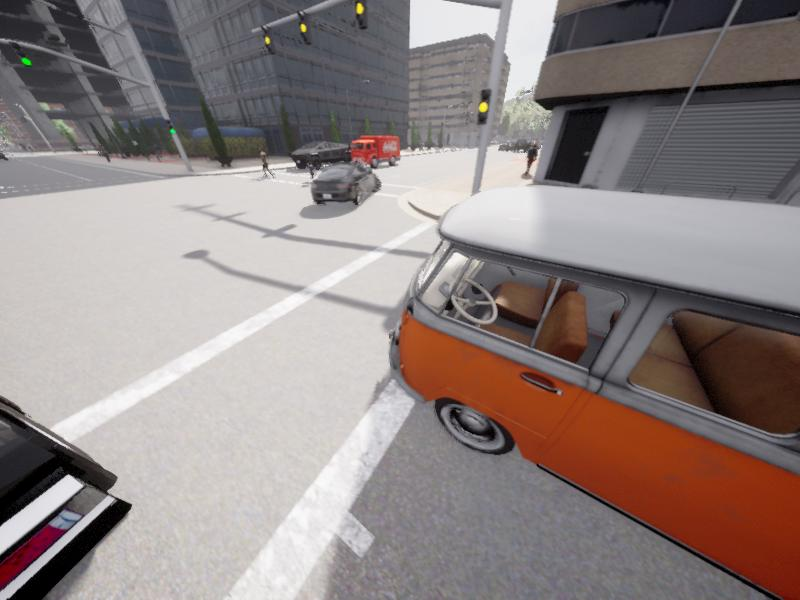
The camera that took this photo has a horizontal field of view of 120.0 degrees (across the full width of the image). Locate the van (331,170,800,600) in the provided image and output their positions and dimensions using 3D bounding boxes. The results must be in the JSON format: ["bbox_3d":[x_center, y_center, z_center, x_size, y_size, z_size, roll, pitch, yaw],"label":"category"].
[{"bbox_3d":[1.949,0.460,1.566,4.442,1.987,1.775,20,40,26],"label":"van"}]

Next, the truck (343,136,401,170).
[{"bbox_3d":[-2.368,-13.989,21.825,2.627,2.467,5.204,20,40,27],"label":"truck"}]

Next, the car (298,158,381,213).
[{"bbox_3d":[-2.300,-5.285,10.288,1.812,1.442,4.674,5,36,9],"label":"car"}]

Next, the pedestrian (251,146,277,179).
[{"bbox_3d":[-9.367,-9.483,15.955,0.751,1.860,0.751,10,36,15],"label":"pedestrian"}]

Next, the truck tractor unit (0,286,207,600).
[{"bbox_3d":[-5.253,-0.126,0.535,6.516,4.208,3.053,12,37,16],"label":"truck tractor unit"}]

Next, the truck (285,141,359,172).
[{"bbox_3d":[-6.913,-13.490,21.485,2.390,2.098,6.274,20,40,27],"label":"truck"}]

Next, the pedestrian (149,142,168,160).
[{"bbox_3d":[-31.589,-19.496,30.228,0.751,1.860,0.751,8,36,12],"label":"pedestrian"}]

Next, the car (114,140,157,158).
[{"bbox_3d":[-42.195,-24.366,37.159,2.390,2.098,6.274,-17,38,-22],"label":"car"}]

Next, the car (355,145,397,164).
[{"bbox_3d":[-2.614,-17.056,26.988,1.801,1.575,5.366,20,40,27],"label":"car"}]
